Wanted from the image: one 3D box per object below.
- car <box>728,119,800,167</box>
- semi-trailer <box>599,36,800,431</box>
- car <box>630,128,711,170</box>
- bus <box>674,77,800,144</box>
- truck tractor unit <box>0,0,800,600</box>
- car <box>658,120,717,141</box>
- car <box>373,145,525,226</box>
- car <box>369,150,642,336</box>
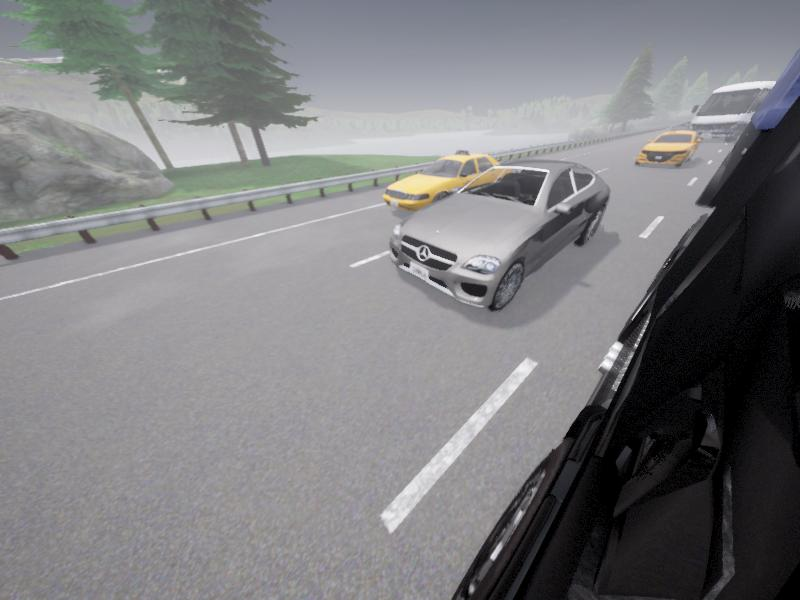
[{"bbox_3d":[19.600,-8.281,12.060,4.553,1.767,2.097,-28,43,-30],"label":"car"},{"bbox_3d":[8.682,-3.605,4.260,14.254,4.402,2.717,-28,43,-30],"label":"semi-trailer"},{"bbox_3d":[15.154,-8.523,12.920,5.008,1.535,1.882,-28,43,-30],"label":"car"},{"bbox_3d":[32.623,-17.760,21.946,10.273,4.253,3.944,-18,39,-19],"label":"bus"},{"bbox_3d":[2.645,-0.295,0.352,6.516,4.208,3.053,-28,44,-30],"label":"truck tractor unit"},{"bbox_3d":[30.747,-18.130,24.736,4.611,1.667,2.242,-17,36,-20],"label":"car"},{"bbox_3d":[1.875,-4.203,7.956,5.366,1.575,1.801,-28,43,-30],"label":"car"},{"bbox_3d":[2.190,-1.683,4.470,5.027,1.651,2.152,-28,43,-30],"label":"car"}]
